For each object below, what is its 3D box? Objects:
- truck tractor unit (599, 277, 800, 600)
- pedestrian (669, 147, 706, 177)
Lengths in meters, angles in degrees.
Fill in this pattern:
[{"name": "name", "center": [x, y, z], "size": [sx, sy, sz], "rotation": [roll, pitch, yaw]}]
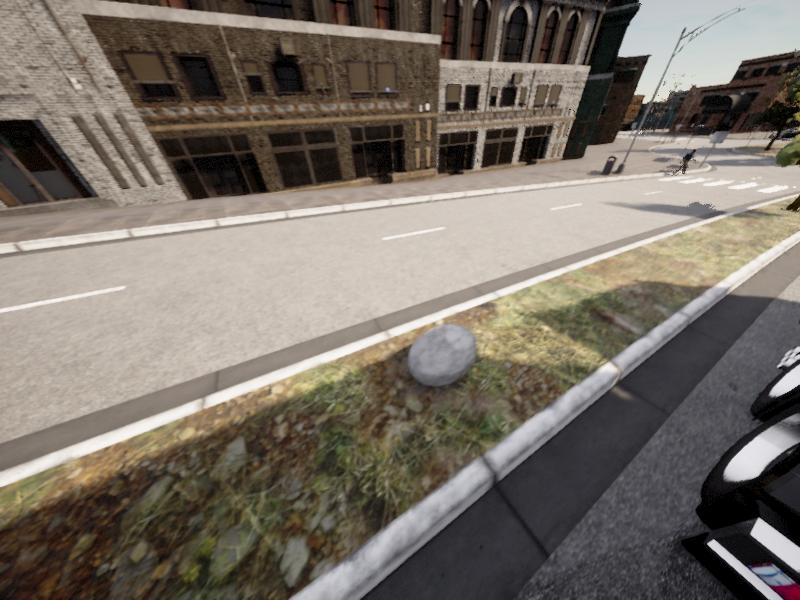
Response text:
[{"name": "truck tractor unit", "center": [5.143, -0.266, 0.750], "size": [6.516, 4.208, 3.053], "rotation": [-17, 39, -23]}, {"name": "pedestrian", "center": [21.892, -10.564, 17.653], "size": [0.751, 1.860, 0.751], "rotation": [-7, 37, -5]}]
